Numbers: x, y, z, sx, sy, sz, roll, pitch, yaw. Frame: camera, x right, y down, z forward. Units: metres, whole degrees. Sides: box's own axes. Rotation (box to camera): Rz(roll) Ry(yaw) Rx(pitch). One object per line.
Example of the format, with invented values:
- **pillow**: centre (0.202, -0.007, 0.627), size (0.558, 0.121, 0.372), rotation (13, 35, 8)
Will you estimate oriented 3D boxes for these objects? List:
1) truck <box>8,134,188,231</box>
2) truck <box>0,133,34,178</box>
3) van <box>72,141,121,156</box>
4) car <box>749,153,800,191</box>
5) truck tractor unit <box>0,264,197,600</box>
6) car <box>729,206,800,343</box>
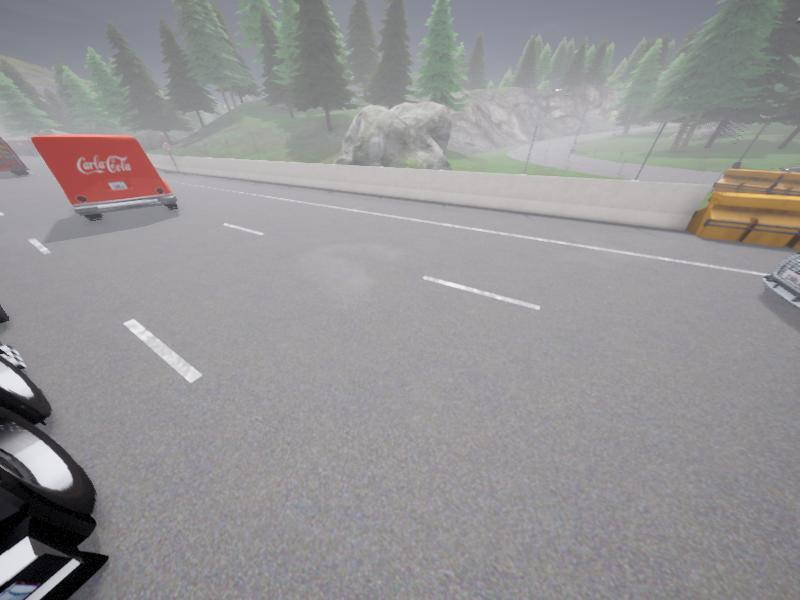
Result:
- **truck**: centre (-10.891, -4.778, 8.805), size (5.204, 2.467, 2.627), rotation (29, 44, 35)
- **truck**: centre (-34.186, -12.190, 18.449), size (8.468, 3.827, 2.891), rotation (18, 39, 24)
- **van**: centre (-53.039, -26.569, 40.472), size (2.069, 2.038, 4.480), rotation (19, 39, 25)
- **car**: centre (21.643, -5.971, 11.060), size (2.038, 1.542, 4.974), rotation (-9, 36, -12)
- **truck tractor unit**: centre (-5.109, -0.304, 0.775), size (6.516, 4.208, 3.053), rotation (18, 39, 24)
- **car**: centre (7.958, 0.164, 2.274), size (4.856, 1.649, 2.033), rotation (18, 39, 24)
